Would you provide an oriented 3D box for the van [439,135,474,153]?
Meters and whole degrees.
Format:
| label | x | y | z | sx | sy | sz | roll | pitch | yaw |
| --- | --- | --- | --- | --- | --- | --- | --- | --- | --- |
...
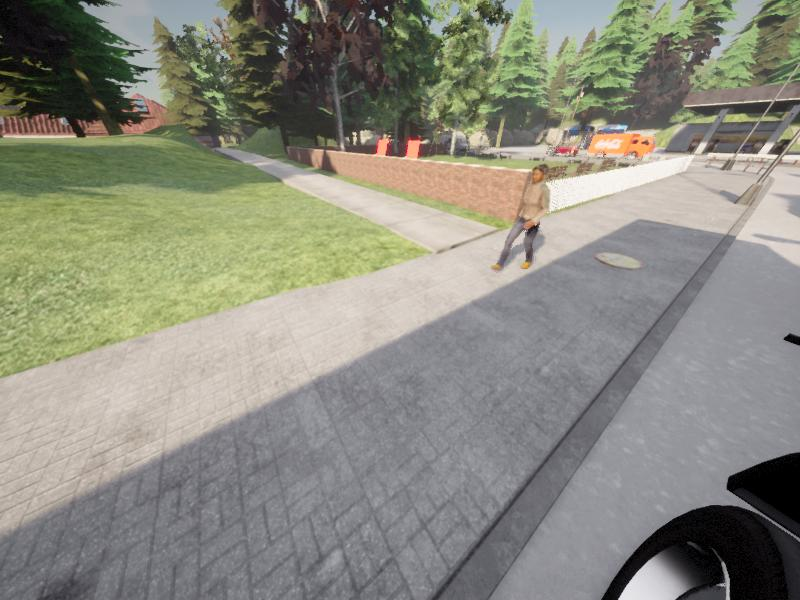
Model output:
| label | x | y | z | sx | sy | sz | roll | pitch | yaw |
| --- | --- | --- | --- | --- | --- | --- | --- | --- | --- |
| van | 9.641 | -27.199 | 40.230 | 1.988 | 2.561 | 5.915 | -22 | 40 | -28 |

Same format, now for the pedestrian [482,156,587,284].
| label | x | y | z | sx | sy | sz | roll | pitch | yaw |
| --- | --- | --- | --- | --- | --- | --- | --- | --- | --- |
| pedestrian | 2.144 | -1.329 | 3.944 | 0.751 | 1.860 | 0.751 | -15 | 38 | -20 |

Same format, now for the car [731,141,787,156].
| label | x | y | z | sx | sy | sz | roll | pitch | yaw |
| --- | --- | --- | --- | --- | --- | --- | --- | --- | --- |
| car | 47.249 | -19.968 | 30.455 | 1.845 | 1.501 | 3.633 | -22 | 41 | -28 |

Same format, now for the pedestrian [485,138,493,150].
| label | x | y | z | sx | sy | sz | roll | pitch | yaw |
| --- | --- | --- | --- | --- | --- | --- | --- | --- | --- |
| pedestrian | 16.978 | -29.731 | 44.137 | 0.751 | 1.860 | 0.751 | 29 | 44 | 35 |

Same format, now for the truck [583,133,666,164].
| label | x | y | z | sx | sy | sz | roll | pitch | yaw |
| --- | --- | --- | --- | --- | --- | --- | --- | --- | --- |
| truck | 23.245 | -15.978 | 24.285 | 2.627 | 2.467 | 5.204 | -21 | 40 | -28 |

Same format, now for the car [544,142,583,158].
| label | x | y | z | sx | sy | sz | roll | pitch | yaw |
| --- | --- | --- | --- | --- | --- | --- | --- | --- | --- |
| car | 22.139 | -20.464 | 31.444 | 1.789 | 1.549 | 3.705 | -22 | 41 | -27 |

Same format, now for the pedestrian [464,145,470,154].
| label | x | y | z | sx | sy | sz | roll | pitch | yaw |
| --- | --- | --- | --- | --- | --- | --- | --- | --- | --- |
| pedestrian | 10.102 | -22.591 | 34.715 | 0.500 | 1.100 | 0.500 | -15 | 38 | -20 |
